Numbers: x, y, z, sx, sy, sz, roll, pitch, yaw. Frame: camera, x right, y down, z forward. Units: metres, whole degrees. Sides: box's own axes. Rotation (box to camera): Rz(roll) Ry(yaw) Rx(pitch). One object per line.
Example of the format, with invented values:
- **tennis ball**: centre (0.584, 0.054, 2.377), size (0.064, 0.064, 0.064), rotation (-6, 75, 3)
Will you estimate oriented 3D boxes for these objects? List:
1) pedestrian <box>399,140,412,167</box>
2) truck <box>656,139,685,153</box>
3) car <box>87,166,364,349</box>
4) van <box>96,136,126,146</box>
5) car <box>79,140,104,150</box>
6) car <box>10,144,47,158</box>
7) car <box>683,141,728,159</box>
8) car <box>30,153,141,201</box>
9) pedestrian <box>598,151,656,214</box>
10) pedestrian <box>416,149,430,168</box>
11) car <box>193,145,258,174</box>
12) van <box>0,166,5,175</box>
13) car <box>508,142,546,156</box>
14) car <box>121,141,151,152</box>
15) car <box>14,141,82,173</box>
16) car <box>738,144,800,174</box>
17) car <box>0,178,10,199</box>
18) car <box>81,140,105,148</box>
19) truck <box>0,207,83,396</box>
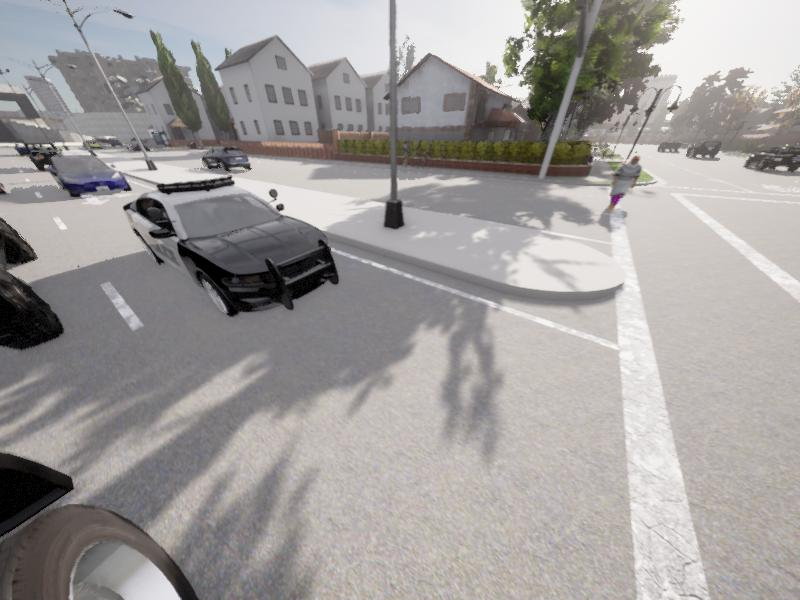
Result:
- **pedestrian**: centre (0.444, -12.318, 19.458), size (0.751, 1.860, 0.751), rotation (25, 42, 31)
- **truck**: centre (56.000, -32.026, 47.953), size (2.390, 2.098, 6.274), rotation (22, 41, 27)
- **car**: centre (-3.366, -1.355, 4.376), size (5.238, 1.638, 1.930), rotation (22, 41, 28)
- **van**: centre (-73.910, -40.711, 59.222), size (2.069, 2.038, 4.480), rotation (-6, 36, -9)
- **car**: centre (-58.357, -29.344, 43.680), size (4.514, 1.525, 2.007), rotation (23, 41, 29)
- **car**: centre (-46.962, -18.934, 29.220), size (4.718, 1.301, 1.895), rotation (22, 41, 28)
- **car**: centre (43.580, -21.615, 33.164), size (2.150, 2.045, 5.566), rotation (22, 40, 27)
- **car**: centre (-14.999, -6.012, 11.017), size (4.792, 1.488, 2.163), rotation (22, 41, 28)
- **pedestrian**: centre (7.983, -4.154, 8.212), size (0.751, 1.860, 0.751), rotation (26, 42, 31)
- **pedestrian**: centre (1.867, -11.596, 18.933), size (0.751, 1.300, 0.751), rotation (22, 41, 28)
- **car**: centre (-13.832, -11.221, 18.285), size (4.856, 1.649, 2.033), rotation (22, 41, 28)
- **van**: centre (-29.519, -9.684, 15.614), size (4.480, 2.038, 2.069), rotation (22, 40, 28)
- **car**: centre (16.768, -20.032, 30.585), size (3.806, 1.475, 1.970), rotation (22, 41, 28)
- **car**: centre (-45.268, -26.431, 39.654), size (4.974, 1.542, 2.038), rotation (22, 40, 28)
- **car**: centre (-26.637, -10.913, 17.507), size (3.866, 1.878, 1.905), rotation (22, 41, 28)
- **car**: centre (32.457, -12.267, 19.956), size (1.932, 1.855, 4.605), rotation (22, 40, 27)
- **car**: centre (-19.418, -5.305, 10.073), size (4.181, 1.385, 1.994), rotation (22, 41, 28)
- **car**: centre (-68.609, -34.952, 51.656), size (2.033, 1.411, 5.357), rotation (-24, 42, -30)
- **truck**: centre (-7.134, -0.600, 2.876), size (6.274, 2.098, 2.390), rotation (22, 41, 28)
